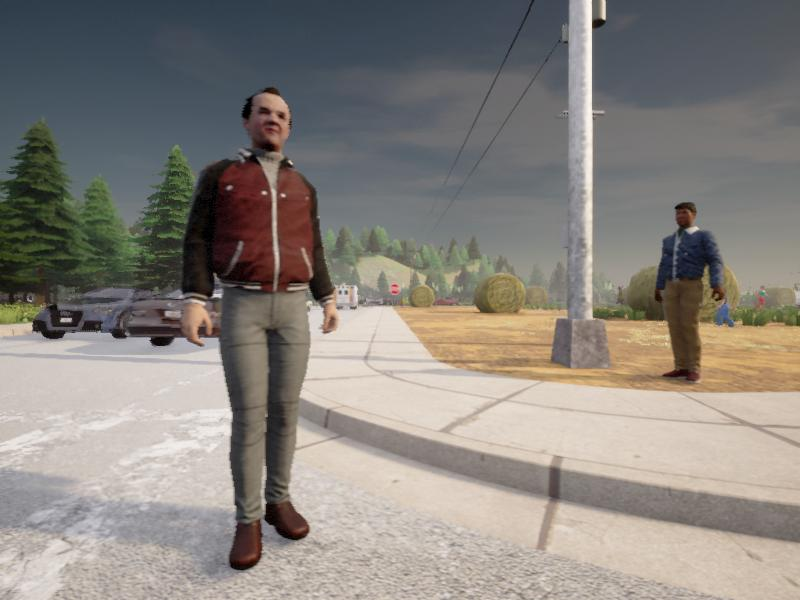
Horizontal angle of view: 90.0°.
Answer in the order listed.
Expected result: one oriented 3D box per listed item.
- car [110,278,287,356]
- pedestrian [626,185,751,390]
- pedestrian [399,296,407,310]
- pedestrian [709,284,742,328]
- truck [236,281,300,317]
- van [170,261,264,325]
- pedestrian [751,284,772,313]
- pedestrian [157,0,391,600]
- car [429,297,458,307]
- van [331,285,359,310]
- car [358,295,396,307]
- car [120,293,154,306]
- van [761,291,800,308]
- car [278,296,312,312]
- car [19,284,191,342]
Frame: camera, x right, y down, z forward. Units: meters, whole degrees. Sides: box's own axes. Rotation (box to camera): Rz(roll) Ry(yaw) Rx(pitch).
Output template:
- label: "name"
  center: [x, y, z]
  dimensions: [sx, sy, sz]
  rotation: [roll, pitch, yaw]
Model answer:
- label: "car"
  center: [-4.404, 0.301, 9.955]
  dimensions: [2.033, 1.411, 5.357]
  rotation: [0, 0, -4]
- label: "pedestrian"
  center: [2.933, -0.112, 4.112]
  dimensions: [0.751, 1.860, 0.751]
  rotation: [0, 0, -22]
- label: "pedestrian"
  center: [0.233, 0.268, 31.744]
  dimensions: [0.500, 1.100, 0.500]
  rotation: [0, 0, 11]
- label: "pedestrian"
  center: [10.162, 0.180, 12.477]
  dimensions: [0.751, 1.300, 0.751]
  rotation: [0, 0, 43]
- label: "truck"
  center: [-8.639, -0.068, 26.966]
  dimensions: [2.390, 2.098, 6.274]
  rotation: [0, 0, -2]
- label: "van"
  center: [-8.375, -0.284, 19.091]
  dimensions: [1.988, 2.561, 5.915]
  rotation: [0, 0, -2]
- label: "pedestrian"
  center: [23.352, -0.076, 25.850]
  dimensions: [0.751, 1.860, 0.751]
  rotation: [0, 0, -17]
- label: "pedestrian"
  center: [-0.554, 0.039, 1.648]
  dimensions: [0.751, 1.860, 0.751]
  rotation: [0, 0, -32]
- label: "car"
  center: [6.478, 0.235, 59.816]
  dimensions: [4.193, 1.474, 1.816]
  rotation: [0, 0, 1]
- label: "van"
  center: [-5.701, -0.230, 42.312]
  dimensions: [2.351, 2.431, 6.366]
  rotation: [0, 0, -2]
- label: "car"
  center: [-3.227, 0.139, 56.437]
  dimensions: [5.238, 1.638, 1.930]
  rotation: [0, 0, 1]
- label: "car"
  center: [-39.501, -0.079, 60.099]
  dimensions: [3.866, 1.878, 1.905]
  rotation: [0, 0, -1]
- label: "van"
  center: [57.646, -0.120, 59.168]
  dimensions: [6.366, 2.431, 2.351]
  rotation: [0, 0, 1]
- label: "car"
  center: [-8.947, 0.330, 34.563]
  dimensions: [1.895, 1.301, 4.718]
  rotation: [0, 0, -2]
- label: "car"
  center: [-8.105, 0.304, 11.611]
  dimensions: [1.994, 1.385, 4.181]
  rotation: [0, 0, -2]
